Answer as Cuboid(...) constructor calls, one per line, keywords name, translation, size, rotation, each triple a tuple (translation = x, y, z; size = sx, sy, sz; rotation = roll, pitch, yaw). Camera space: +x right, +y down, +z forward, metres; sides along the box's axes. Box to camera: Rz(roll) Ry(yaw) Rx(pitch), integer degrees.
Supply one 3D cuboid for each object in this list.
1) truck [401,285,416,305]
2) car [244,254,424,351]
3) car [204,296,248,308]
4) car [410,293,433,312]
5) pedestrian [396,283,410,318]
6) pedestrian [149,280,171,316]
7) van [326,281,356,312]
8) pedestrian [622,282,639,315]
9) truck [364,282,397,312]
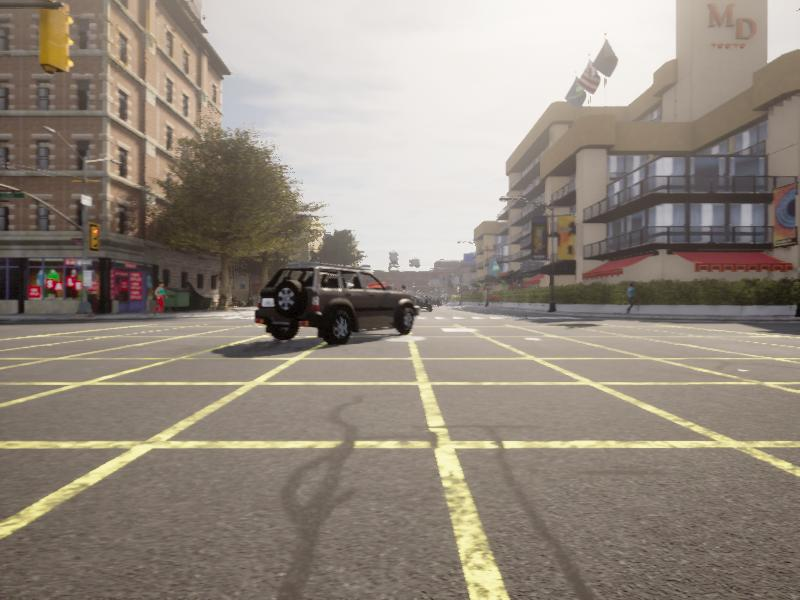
Cuboid(name="truck", translation=(1.629, -0.924, 80.438), size=(2.891, 3.827, 8.468), rotation=(0, 0, 0))
Cuboid(name="car", translation=(-1.357, 0.050, 10.185), size=(1.932, 1.855, 4.605), rotation=(1, 0, 32))
Cuboid(name="car", translation=(-22.448, 0.237, 51.768), size=(4.892, 1.490, 1.837), rotation=(0, 0, 1))
Cuboid(name="car", translation=(1.874, 0.214, 35.506), size=(1.789, 1.549, 3.705), rotation=(0, 0, 0))
Cuboid(name="pedestrian", translation=(0.184, 0.037, 21.735), size=(0.751, 1.860, 0.751), rotation=(0, 0, 1))
Cuboid(name="pedestrian", translation=(-12.698, -0.119, 21.206), size=(0.751, 1.860, 0.751), rotation=(0, 0, -4))
Cuboid(name="van", translation=(-5.134, -0.280, 35.601), size=(1.988, 2.561, 5.915), rotation=(0, 0, -1))
Cuboid(name="pedestrian", translation=(13.319, -0.111, 23.118), size=(0.751, 1.860, 0.751), rotation=(0, 0, 38))
Cuboid(name="truck", translation=(-1.621, -0.244, 34.913), size=(2.627, 2.467, 5.204), rotation=(0, 0, 0))
